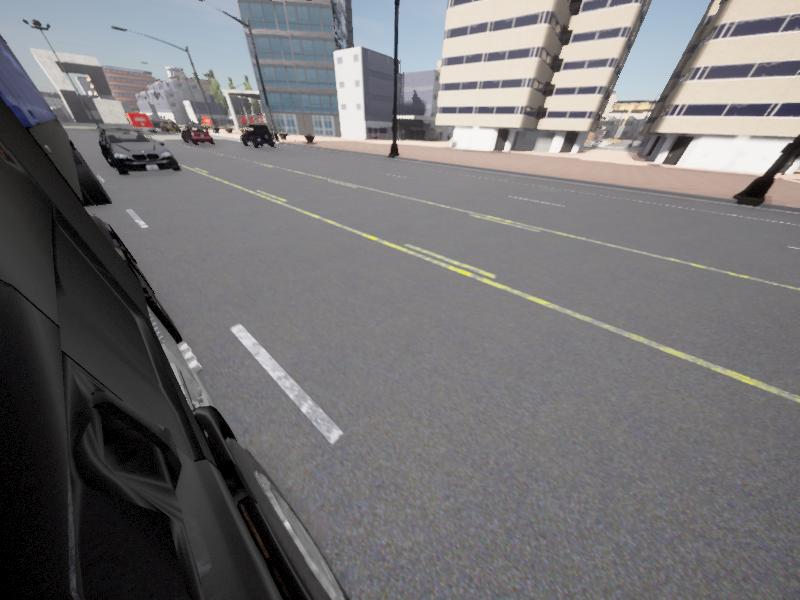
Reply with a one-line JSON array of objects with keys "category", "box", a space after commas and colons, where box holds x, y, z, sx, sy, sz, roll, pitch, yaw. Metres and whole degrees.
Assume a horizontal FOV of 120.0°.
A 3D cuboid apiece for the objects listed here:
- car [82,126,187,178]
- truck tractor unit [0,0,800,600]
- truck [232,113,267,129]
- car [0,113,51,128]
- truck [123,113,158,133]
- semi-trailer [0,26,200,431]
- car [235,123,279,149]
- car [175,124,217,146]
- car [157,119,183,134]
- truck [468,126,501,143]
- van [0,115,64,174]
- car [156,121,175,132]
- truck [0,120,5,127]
[{"category": "car", "box": [-12.919, -7.308, 11.248, 4.611, 1.667, 2.242, 28, 44, 30]}, {"category": "truck tractor unit", "box": [-2.645, -0.295, 0.351, 6.516, 4.208, 3.053, 28, 44, 30]}, {"category": "truck", "box": [-49.159, -58.652, 75.842, 8.468, 3.827, 2.891, -28, 47, -34]}, {"category": "car", "box": [-62.727, -29.867, 38.410, 4.553, 1.767, 2.097, -17, 41, -24]}, {"category": "truck", "box": [-41.989, -28.641, 37.378, 5.204, 2.467, 2.627, 31, 46, 33]}, {"category": "semi-trailer", "box": [-8.621, -3.646, 4.318, 14.254, 4.402, 2.717, 29, 44, 31]}, {"category": "car", "box": [-14.176, -16.223, 22.877, 3.866, 1.878, 1.905, 28, 44, 30]}, {"category": "car", "box": [-20.881, -16.889, 23.623, 3.988, 1.617, 1.851, 28, 44, 30]}, {"category": "car", "box": [-38.990, -29.504, 39.191, 4.605, 1.855, 1.932, 31, 45, 32]}, {"category": "truck", "box": [26.124, -51.410, 71.720, 8.468, 3.827, 2.891, 27, 43, 28]}, {"category": "van", "box": [-18.160, -7.451, 10.881, 4.442, 1.987, 1.775, 27, 44, 30]}, {"category": "car", "box": [-43.609, -32.366, 43.019, 1.789, 1.549, 3.705, -27, 46, -33]}, {"category": "truck", "box": [-65.523, -27.236, 34.481, 6.274, 2.098, 2.390, -9, 38, -15]}]
